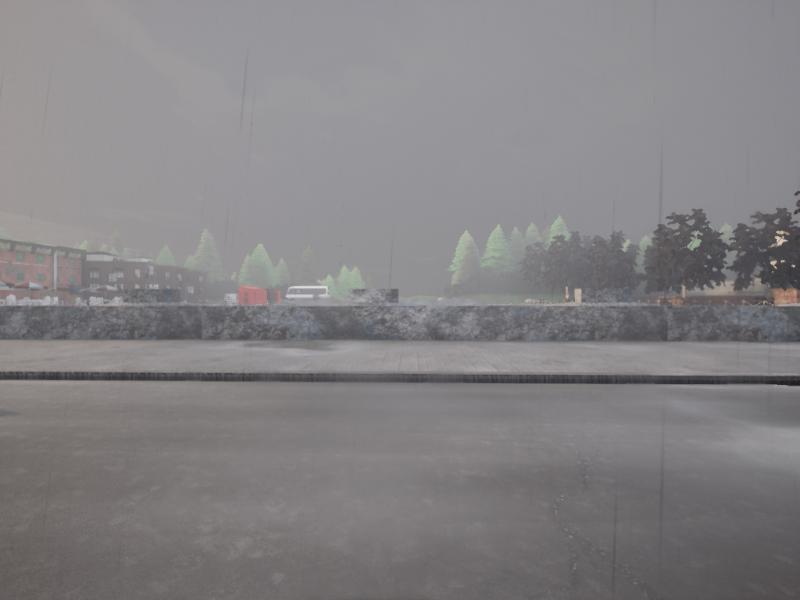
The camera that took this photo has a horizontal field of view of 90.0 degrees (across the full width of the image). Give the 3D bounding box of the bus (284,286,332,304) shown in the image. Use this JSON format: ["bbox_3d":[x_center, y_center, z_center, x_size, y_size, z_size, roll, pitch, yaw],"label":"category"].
[{"bbox_3d":[-21.567,-1.137,93.791,10.273,4.253,3.944,0,0,2],"label":"bus"}]

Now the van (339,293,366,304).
[{"bbox_3d":[-11.114,-0.298,93.572,5.915,2.561,1.988,0,0,2],"label":"van"}]

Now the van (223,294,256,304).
[{"bbox_3d":[-36.199,-0.225,90.388,6.366,2.431,2.351,0,0,2],"label":"van"}]
